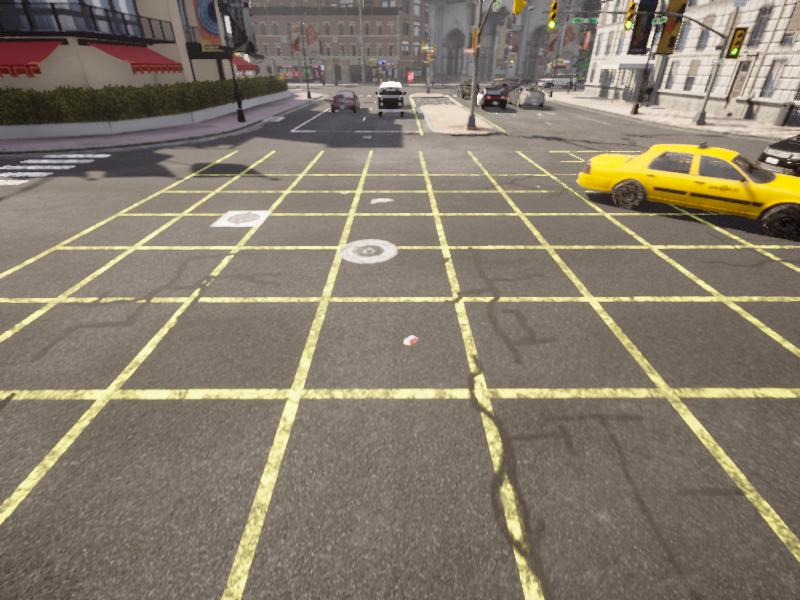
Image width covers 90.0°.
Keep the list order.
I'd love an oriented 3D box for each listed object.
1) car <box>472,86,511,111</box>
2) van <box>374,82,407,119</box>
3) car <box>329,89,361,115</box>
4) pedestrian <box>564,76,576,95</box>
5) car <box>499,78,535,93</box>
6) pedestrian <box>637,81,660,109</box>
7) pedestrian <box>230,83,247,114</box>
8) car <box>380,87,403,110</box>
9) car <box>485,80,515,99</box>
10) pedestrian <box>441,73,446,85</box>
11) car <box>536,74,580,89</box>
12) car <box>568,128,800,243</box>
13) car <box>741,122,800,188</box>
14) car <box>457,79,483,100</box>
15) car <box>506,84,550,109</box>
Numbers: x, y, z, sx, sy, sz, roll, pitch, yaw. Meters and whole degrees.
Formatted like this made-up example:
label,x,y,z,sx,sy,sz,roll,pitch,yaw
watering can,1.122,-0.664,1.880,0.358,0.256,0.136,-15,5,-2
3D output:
label,x,y,z,sx,sy,sz,roll,pitch,yaw
car,7.368,-16.609,32.902,2.038,1.542,4.974,0,30,0
van,-0.621,-14.139,28.174,2.069,2.038,4.480,0,30,0
car,-4.129,-15.212,30.600,1.812,1.442,4.674,0,30,0
pedestrian,19.589,-24.788,46.224,0.751,1.860,0.751,1,30,1
car,15.707,-28.839,53.716,4.856,1.649,2.033,-22,37,-33
pedestrian,19.081,-15.730,30.727,0.751,1.860,0.751,-9,32,-15
pedestrian,-11.062,-13.812,27.440,0.751,1.860,0.751,-8,31,-13
car,-0.634,-17.146,33.909,1.812,1.442,4.674,0,30,0
car,10.959,-23.276,44.173,2.242,1.667,4.611,1,30,2
pedestrian,7.747,-39.700,71.734,0.751,1.860,0.751,4,31,7
car,24.357,-33.851,61.903,5.566,2.045,2.150,0,30,0
car,7.057,-2.798,9.227,5.366,1.575,1.801,24,38,35
car,13.041,-4.374,11.948,3.705,1.549,1.789,0,30,0
car,7.357,-22.329,42.346,1.932,1.855,4.605,0,30,0
car,10.866,-17.575,34.469,2.152,1.651,5.027,0,30,0
